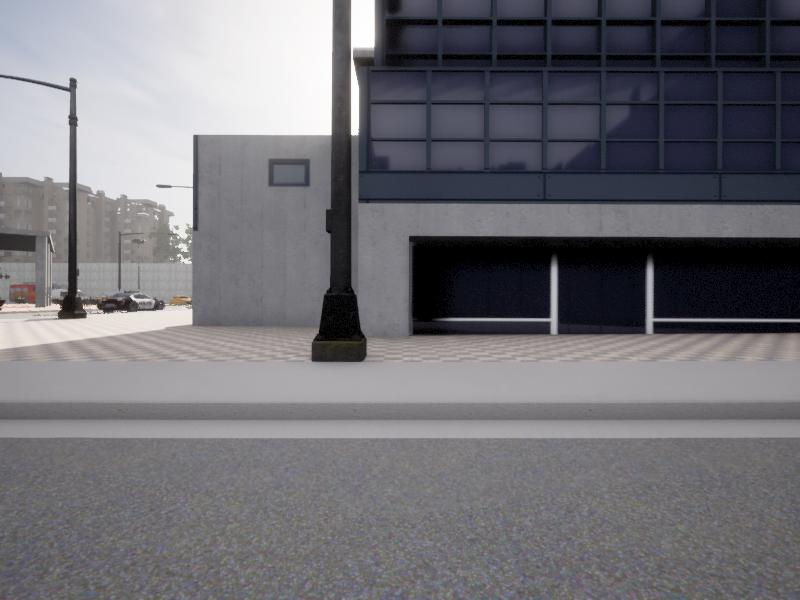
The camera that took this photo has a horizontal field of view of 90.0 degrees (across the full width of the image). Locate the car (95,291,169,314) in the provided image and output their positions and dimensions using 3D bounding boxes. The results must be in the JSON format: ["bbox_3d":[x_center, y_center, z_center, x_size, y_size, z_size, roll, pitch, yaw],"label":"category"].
[{"bbox_3d":[-19.320,0.166,29.190,2.038,1.542,4.974,0,0,1],"label":"car"}]

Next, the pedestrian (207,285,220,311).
[{"bbox_3d":[-13.651,-0.145,29.332,0.751,1.860,0.751,0,0,-15],"label":"pedestrian"}]

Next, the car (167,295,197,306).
[{"bbox_3d":[-30.833,0.094,56.436,5.008,1.535,1.882,0,0,38],"label":"car"}]

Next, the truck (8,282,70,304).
[{"bbox_3d":[-63.288,-1.211,70.258,8.468,3.827,2.891,0,0,2],"label":"truck"}]

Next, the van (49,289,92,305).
[{"bbox_3d":[-54.351,-0.542,66.080,5.915,2.561,1.988,0,0,8],"label":"van"}]
